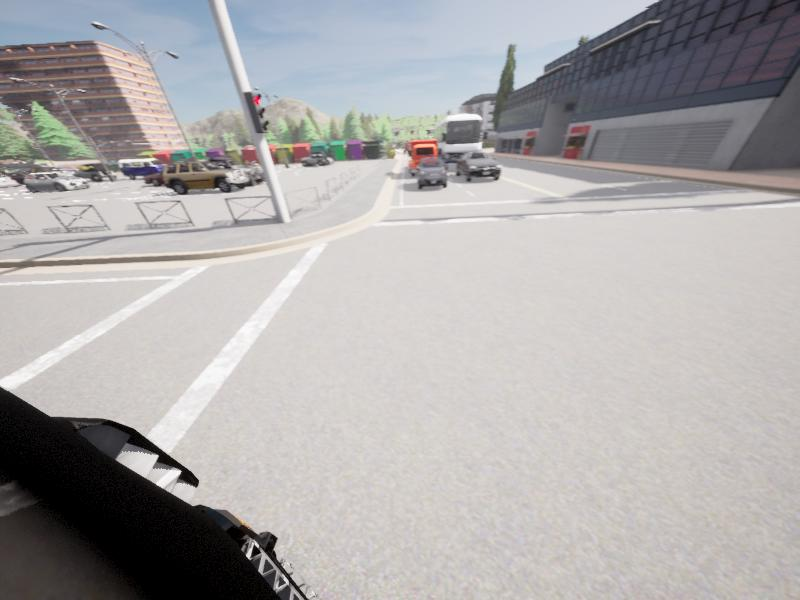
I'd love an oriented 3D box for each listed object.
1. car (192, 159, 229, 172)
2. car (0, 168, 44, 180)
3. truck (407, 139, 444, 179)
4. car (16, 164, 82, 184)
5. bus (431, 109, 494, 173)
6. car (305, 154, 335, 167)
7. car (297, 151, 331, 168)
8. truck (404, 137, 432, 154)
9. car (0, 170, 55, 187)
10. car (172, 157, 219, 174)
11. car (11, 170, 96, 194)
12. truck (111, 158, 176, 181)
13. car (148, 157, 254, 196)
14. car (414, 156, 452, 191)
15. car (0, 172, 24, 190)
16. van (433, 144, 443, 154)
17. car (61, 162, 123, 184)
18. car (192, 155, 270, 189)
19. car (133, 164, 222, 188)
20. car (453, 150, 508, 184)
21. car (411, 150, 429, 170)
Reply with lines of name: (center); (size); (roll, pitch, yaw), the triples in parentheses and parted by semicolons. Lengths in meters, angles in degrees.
car: (-29.874, -21.271, 36.513); (3.905, 1.438, 1.784); (-2, 34, 1)
car: (-73.886, -24.451, 44.829); (1.882, 1.535, 5.008); (-2, 34, 1)
truck: (1.933, -11.932, 19.411); (2.627, 2.467, 5.204); (-1, 34, 2)
car: (-45.004, -16.215, 29.752); (4.605, 1.855, 1.932); (-2, 34, 1)
bus: (5.663, -16.095, 23.745); (3.944, 4.253, 10.273); (-1, 34, 3)
car: (-12.422, -21.877, 36.107); (3.806, 1.475, 1.970); (-2, 34, 1)
car: (-12.447, -20.466, 33.568); (3.866, 1.878, 1.905); (-2, 34, 1)
truck: (5.447, -47.976, 71.851); (8.468, 3.827, 2.891); (22, 41, 32)
car: (-44.948, -14.551, 27.637); (3.905, 1.438, 1.784); (-2, 34, 1)
car: (-29.951, -19.835, 33.989); (4.605, 1.855, 1.932); (-2, 34, 1)
car: (-29.869, -10.248, 20.072); (3.806, 1.475, 1.970); (-2, 34, 1)
truck: (-29.907, -15.349, 27.103); (4.478, 2.038, 2.069); (-2, 34, 1)
car: (-12.490, -7.957, 14.844); (4.605, 1.855, 1.932); (-2, 34, 1)
car: (1.842, -7.763, 14.025); (1.845, 1.501, 3.633); (-2, 34, 2)
car: (-44.950, -12.916, 25.247); (3.806, 1.475, 1.970); (-2, 34, 1)
van: (10.310, -40.728, 62.241); (2.069, 2.038, 4.480); (-1, 34, 3)
car: (-36.277, -15.037, 27.310); (3.866, 1.878, 1.905); (-2, 34, 1)
car: (-12.432, -9.564, 17.251); (3.866, 1.878, 1.905); (-2, 34, 1)
car: (-18.854, -10.651, 19.800); (5.357, 1.415, 2.033); (-2, 34, 1)
car: (5.359, -9.521, 16.297); (2.152, 1.651, 5.027); (-2, 34, 1)
car: (2.142, -15.706, 25.844); (1.801, 1.575, 5.366); (-1, 34, 3)
